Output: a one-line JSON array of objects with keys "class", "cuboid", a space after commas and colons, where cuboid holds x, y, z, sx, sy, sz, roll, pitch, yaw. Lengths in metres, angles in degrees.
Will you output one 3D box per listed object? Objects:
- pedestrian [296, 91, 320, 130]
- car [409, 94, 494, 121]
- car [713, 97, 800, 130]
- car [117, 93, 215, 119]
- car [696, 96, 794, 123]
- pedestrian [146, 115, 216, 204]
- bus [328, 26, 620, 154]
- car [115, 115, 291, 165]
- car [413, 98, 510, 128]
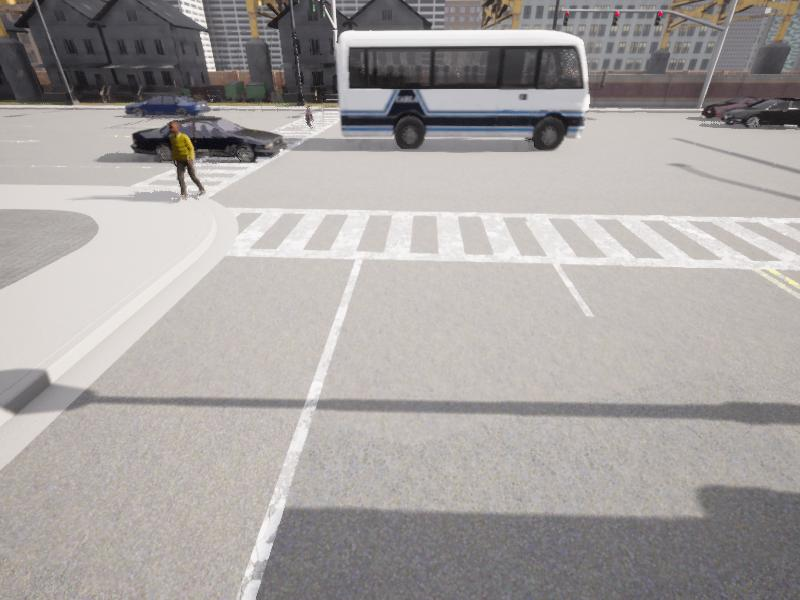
[{"class": "pedestrian", "cuboid": [-4.990, -10.303, 21.771, 0.751, 1.860, 0.751, 21, 36, 32]}, {"class": "car", "cuboid": [3.292, -12.814, 26.582, 5.357, 1.411, 2.033, 1, 30, 3]}, {"class": "car", "cuboid": [21.151, -10.616, 22.720, 4.892, 1.490, 1.837, 2, 30, 2]}, {"class": "car", "cuboid": [-15.915, -13.321, 27.451, 5.357, 1.411, 2.033, 2, 30, 3]}, {"class": "car", "cuboid": [22.035, -12.307, 25.741, 4.181, 1.385, 1.994, 2, 30, 3]}, {"class": "pedestrian", "cuboid": [-5.166, -3.350, 9.560, 0.751, 1.860, 0.751, 5, 31, 8]}, {"class": "bus", "cuboid": [2.637, -8.823, 16.917, 10.273, 4.253, 3.944, 1, 30, 3]}, {"class": "car", "cuboid": [-7.114, -6.019, 14.945, 5.357, 1.411, 2.033, 2, 30, 3]}, {"class": "car", "cuboid": [3.465, -11.042, 23.548, 5.357, 1.411, 2.033, 2, 30, 3]}]
